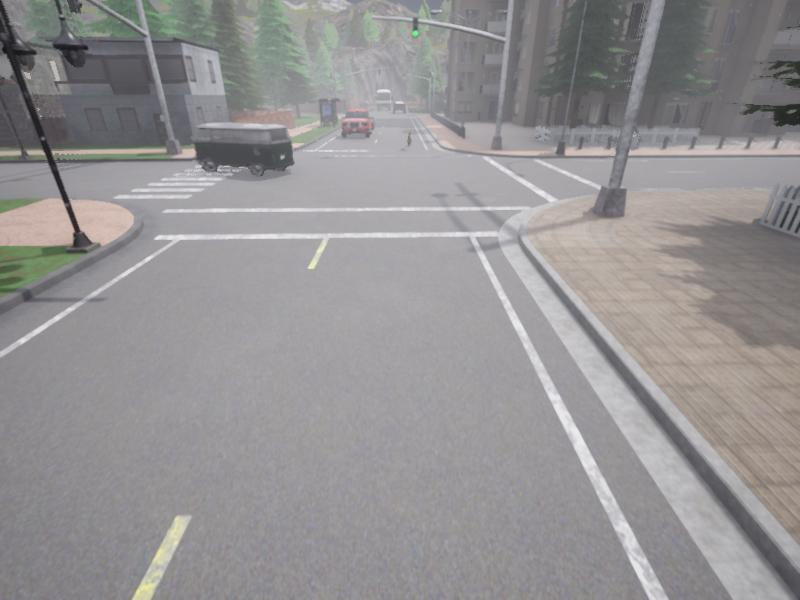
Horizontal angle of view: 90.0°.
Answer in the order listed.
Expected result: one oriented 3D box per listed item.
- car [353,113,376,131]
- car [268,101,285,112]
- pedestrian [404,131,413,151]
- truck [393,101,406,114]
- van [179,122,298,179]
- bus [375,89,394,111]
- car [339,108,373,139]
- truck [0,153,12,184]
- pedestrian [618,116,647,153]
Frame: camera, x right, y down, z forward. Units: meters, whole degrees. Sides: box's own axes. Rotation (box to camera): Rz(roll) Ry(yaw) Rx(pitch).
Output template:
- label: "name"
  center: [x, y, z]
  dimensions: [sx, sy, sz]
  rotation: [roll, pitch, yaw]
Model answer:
- label: "car"
  center: [-3.553, -18.147, 40.713]
  dimensions: [1.994, 1.385, 4.181]
  rotation: [0, 27, 0]
- label: "car"
  center: [-25.132, -39.435, 81.524]
  dimensions: [1.932, 1.855, 4.605]
  rotation: [-1, 27, -1]
- label: "pedestrian"
  center: [0.522, -9.768, 24.543]
  dimensions: [0.500, 1.100, 0.500]
  rotation: [-3, 27, -6]
- label: "truck"
  center: [-0.105, -38.103, 78.990]
  dimensions: [2.390, 2.098, 6.274]
  rotation: [0, 27, 0]
- label: "van"
  center: [-6.922, -6.545, 17.287]
  dimensions: [4.442, 1.987, 1.775]
  rotation: [10, 28, 19]
- label: "bus"
  center: [-3.507, -45.965, 92.019]
  dimensions: [3.944, 4.253, 10.273]
  rotation: [0, 27, 0]
- label: "car"
  center: [-3.542, -14.813, 33.438]
  dimensions: [2.150, 2.045, 5.566]
  rotation: [0, 27, 0]
- label: "truck"
  center: [-18.348, -4.908, 13.951]
  dimensions: [6.274, 2.098, 2.390]
  rotation: [-4, 27, -8]
- label: "pedestrian"
  center: [13.129, -9.375, 22.628]
  dimensions: [0.751, 1.860, 0.751]
  rotation: [-1, 27, -1]
